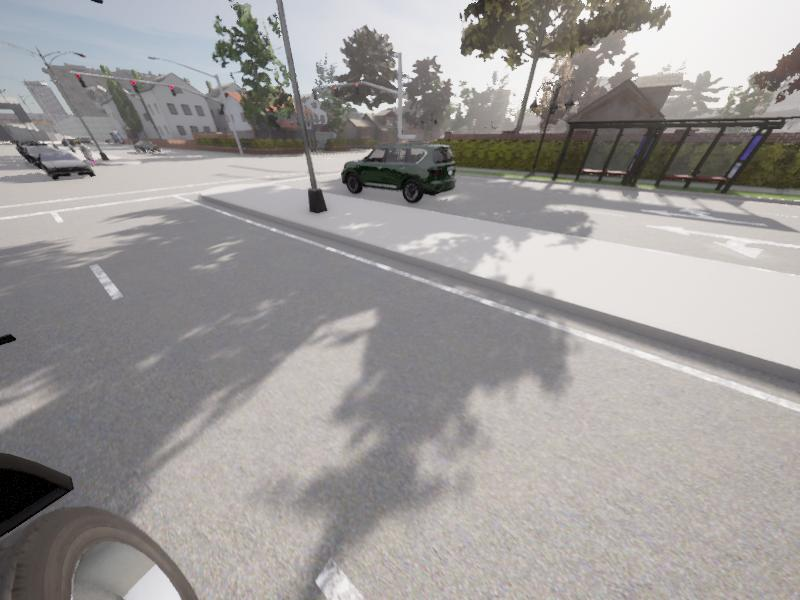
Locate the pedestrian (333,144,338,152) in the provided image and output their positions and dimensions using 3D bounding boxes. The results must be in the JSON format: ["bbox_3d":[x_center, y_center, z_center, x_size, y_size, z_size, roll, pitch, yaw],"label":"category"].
[{"bbox_3d":[-10.872,-25.610,38.934,0.500,1.100,0.500,23,41,29],"label":"pedestrian"}]

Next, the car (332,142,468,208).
[{"bbox_3d":[-0.179,-5.854,10.445,5.566,2.045,2.150,22,41,28],"label":"car"}]

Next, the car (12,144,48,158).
[{"bbox_3d":[-47.402,-19.142,29.595,4.718,1.301,1.895,22,41,28],"label":"car"}]

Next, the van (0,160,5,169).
[{"bbox_3d":[-35.140,-11.994,18.898,4.480,2.038,2.069,22,41,28],"label":"van"}]

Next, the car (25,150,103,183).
[{"bbox_3d":[-21.946,-8.818,15.052,5.357,1.411,2.033,22,41,28],"label":"car"}]

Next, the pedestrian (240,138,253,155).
[{"bbox_3d":[-20.901,-20.892,31.500,0.751,1.860,0.751,21,40,27],"label":"pedestrian"}]

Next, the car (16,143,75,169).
[{"bbox_3d":[-30.995,-12.628,20.176,5.238,1.638,1.930,22,40,27],"label":"car"}]

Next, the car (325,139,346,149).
[{"bbox_3d":[-13.355,-32.303,47.790,3.806,1.475,1.970,22,41,28],"label":"car"}]

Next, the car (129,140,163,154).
[{"bbox_3d":[-41.078,-24.788,37.374,5.027,1.651,2.152,22,41,28],"label":"car"}]

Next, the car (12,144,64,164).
[{"bbox_3d":[-36.806,-14.905,23.501,4.792,1.488,2.163,22,41,28],"label":"car"}]

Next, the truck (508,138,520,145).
[{"bbox_3d":[41.029,-56.987,83.013,2.390,2.098,6.274,22,41,27],"label":"truck"}]

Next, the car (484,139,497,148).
[{"bbox_3d":[25.220,-43.611,64.359,1.932,1.855,4.605,22,41,27],"label":"car"}]

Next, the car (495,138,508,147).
[{"bbox_3d":[31.598,-49.023,71.873,2.150,2.045,5.566,22,41,27],"label":"car"}]

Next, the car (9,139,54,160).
[{"bbox_3d":[-42.028,-17.197,26.360,3.866,1.878,1.905,22,41,28],"label":"car"}]

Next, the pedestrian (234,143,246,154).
[{"bbox_3d":[-22.975,-21.748,33.173,0.751,1.300,0.751,25,42,31],"label":"pedestrian"}]

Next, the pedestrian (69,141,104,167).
[{"bbox_3d":[-27.070,-12.627,19.972,0.751,1.860,0.751,6,36,7],"label":"pedestrian"}]
